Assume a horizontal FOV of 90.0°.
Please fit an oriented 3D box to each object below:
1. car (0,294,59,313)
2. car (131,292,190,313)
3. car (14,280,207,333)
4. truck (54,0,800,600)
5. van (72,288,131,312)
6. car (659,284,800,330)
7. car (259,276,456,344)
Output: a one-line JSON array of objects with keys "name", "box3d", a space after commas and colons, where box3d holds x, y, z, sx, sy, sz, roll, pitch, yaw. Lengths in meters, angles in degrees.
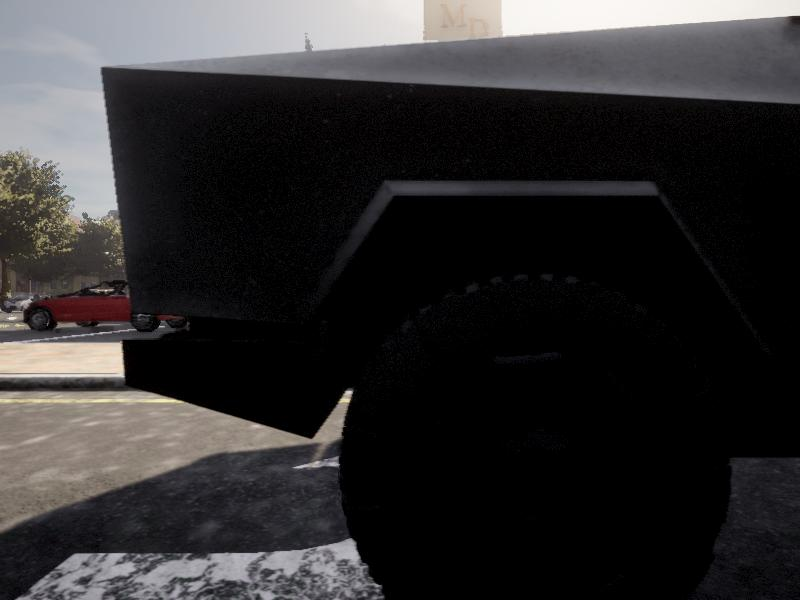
[{"name": "car", "box3d": [-30.435, 0.276, 32.853, 1.845, 1.501, 3.633, 0, 0, 0]}, {"name": "car", "box3d": [-19.941, 0.189, 33.612, 2.242, 1.667, 4.611, 0, 0, 0]}, {"name": "car", "box3d": [-9.627, 0.197, 13.655, 5.027, 1.651, 2.152, 0, 0, 0]}, {"name": "truck", "box3d": [2.268, -0.060, 2.204, 6.274, 2.098, 2.390, 0, 0, 0]}, {"name": "van", "box3d": [-26.962, 0.017, 36.382, 2.069, 2.038, 4.480, 0, 0, 0]}, {"name": "car", "box3d": [11.934, 0.228, 13.727, 4.892, 1.490, 1.837, 0, 0, 0]}, {"name": "car", "box3d": [-0.977, 0.230, 10.189, 4.514, 1.525, 2.007, 0, 0, 0]}]
